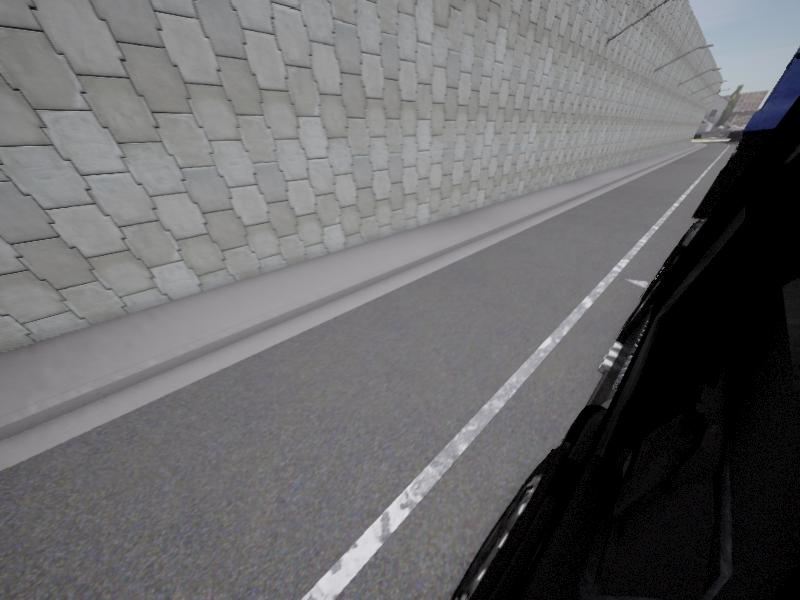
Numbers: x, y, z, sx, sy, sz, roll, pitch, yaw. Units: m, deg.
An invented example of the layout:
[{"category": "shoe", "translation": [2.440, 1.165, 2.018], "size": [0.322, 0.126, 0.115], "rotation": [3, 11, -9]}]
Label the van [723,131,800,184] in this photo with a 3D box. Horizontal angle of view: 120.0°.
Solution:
[{"category": "van", "translation": [18.706, -7.351, 11.787], "size": [4.442, 1.987, 1.775], "rotation": [-26, 40, -31]}]

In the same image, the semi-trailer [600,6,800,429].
[{"category": "semi-trailer", "translation": [8.738, -3.414, 4.415], "size": [14.254, 4.402, 2.717], "rotation": [-26, 40, -31]}]

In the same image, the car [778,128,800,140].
[{"category": "car", "translation": [73.565, -30.371, 42.130], "size": [2.097, 1.767, 4.553], "rotation": [-25, 40, -30]}]

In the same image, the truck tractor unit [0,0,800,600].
[{"category": "truck tractor unit", "translation": [2.645, -0.295, 0.351], "size": [6.516, 4.208, 3.053], "rotation": [-28, 44, -30]}]
